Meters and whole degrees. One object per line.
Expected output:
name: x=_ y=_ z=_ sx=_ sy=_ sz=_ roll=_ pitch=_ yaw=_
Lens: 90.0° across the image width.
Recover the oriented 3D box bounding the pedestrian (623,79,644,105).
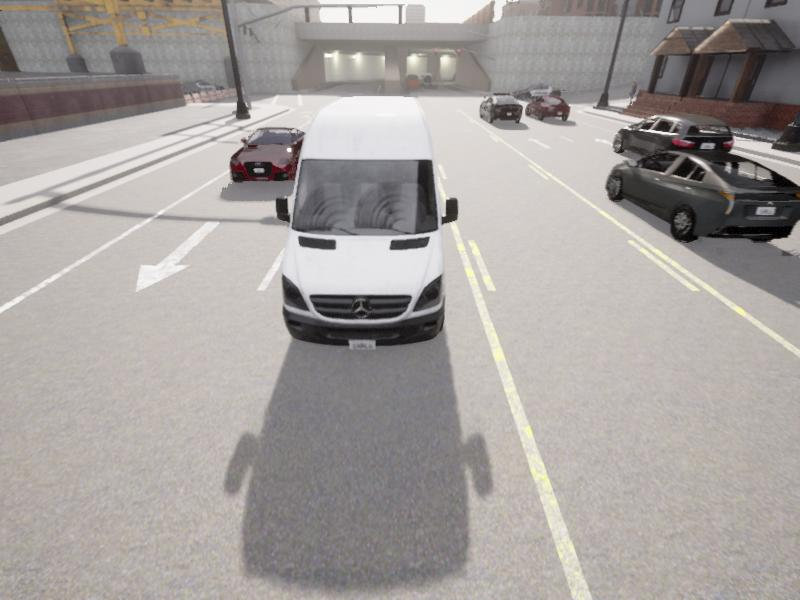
pedestrian: x=19.497 y=-17.399 z=33.441 sx=0.751 sy=1.860 sz=0.751 roll=-9 pitch=32 yaw=-16

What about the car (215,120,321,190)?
car: x=-3.942 y=-4.772 z=12.816 sx=1.994 sy=1.385 sz=4.181 roll=0 pitch=30 yaw=0

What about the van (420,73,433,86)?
van: x=5.107 y=-42.287 z=76.641 sx=2.069 sy=2.038 sz=4.480 roll=0 pitch=30 yaw=-2

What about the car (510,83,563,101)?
car: x=14.835 y=-22.718 z=43.657 sx=4.974 sy=1.542 sz=2.038 roll=0 pitch=30 yaw=3

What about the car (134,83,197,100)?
car: x=-21.717 y=-19.468 z=37.225 sx=1.853 sy=1.218 sz=4.536 roll=26 pitch=39 yaw=36

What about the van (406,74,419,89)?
van: x=1.982 y=-35.444 z=64.901 sx=1.775 sy=1.987 sz=4.442 roll=0 pitch=30 yaw=-2

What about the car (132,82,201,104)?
car: x=-21.683 y=-19.351 z=37.338 sx=2.038 sy=1.542 sz=4.974 roll=26 pitch=39 yaw=36

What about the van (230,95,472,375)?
van: x=-0.421 y=-1.726 z=6.487 sx=1.988 sy=2.561 sz=5.915 roll=0 pitch=30 yaw=0

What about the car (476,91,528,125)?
car: x=6.522 y=-12.676 z=26.261 sx=1.930 sy=1.638 sz=5.238 roll=0 pitch=30 yaw=-2

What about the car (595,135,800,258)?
car: x=6.570 y=-2.592 z=9.077 sx=2.007 sy=1.525 sz=4.514 roll=0 pitch=30 yaw=0

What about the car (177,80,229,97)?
car: x=-22.509 y=-24.378 z=45.950 sx=2.038 sy=1.542 sz=4.974 roll=16 pitch=33 yaw=24

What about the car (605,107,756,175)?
car: x=10.041 y=-6.068 z=14.948 sx=2.242 sy=1.667 sz=4.611 roll=0 pitch=30 yaw=0

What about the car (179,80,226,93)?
car: x=-22.532 y=-24.492 z=45.831 sx=1.853 sy=1.218 sz=4.536 roll=16 pitch=33 yaw=24

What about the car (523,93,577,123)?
car: x=10.131 y=-13.200 z=27.410 sx=1.812 sy=1.442 sz=4.674 roll=0 pitch=30 yaw=-1
